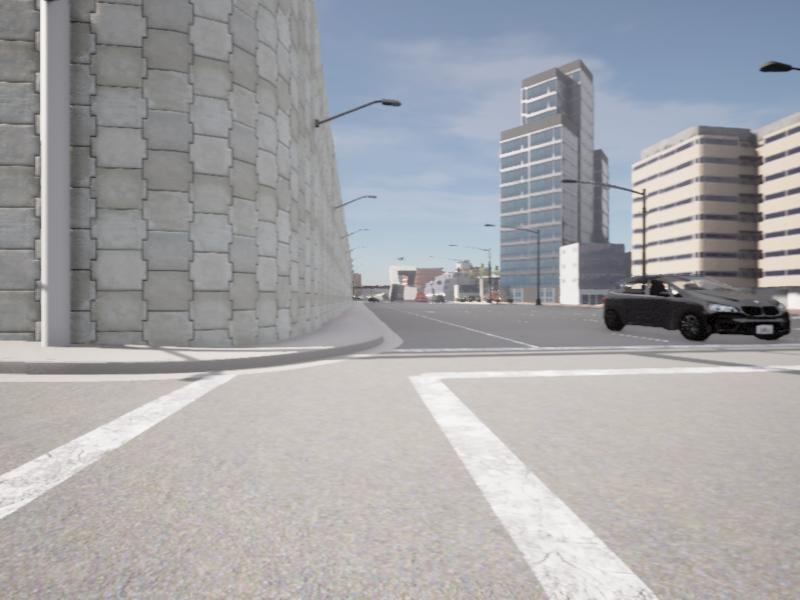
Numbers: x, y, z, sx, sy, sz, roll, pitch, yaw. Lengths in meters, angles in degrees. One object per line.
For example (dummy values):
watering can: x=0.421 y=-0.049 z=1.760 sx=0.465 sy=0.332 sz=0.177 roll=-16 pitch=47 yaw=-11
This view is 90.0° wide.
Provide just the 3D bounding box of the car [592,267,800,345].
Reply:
car: x=7.685 y=0.123 z=10.961 sx=2.242 sy=1.667 sz=4.611 roll=0 pitch=0 yaw=-6

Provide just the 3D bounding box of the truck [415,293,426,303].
truck: x=5.622 y=-0.546 z=107.044 sx=2.627 sy=2.467 sz=5.204 roll=0 pitch=0 yaw=6
